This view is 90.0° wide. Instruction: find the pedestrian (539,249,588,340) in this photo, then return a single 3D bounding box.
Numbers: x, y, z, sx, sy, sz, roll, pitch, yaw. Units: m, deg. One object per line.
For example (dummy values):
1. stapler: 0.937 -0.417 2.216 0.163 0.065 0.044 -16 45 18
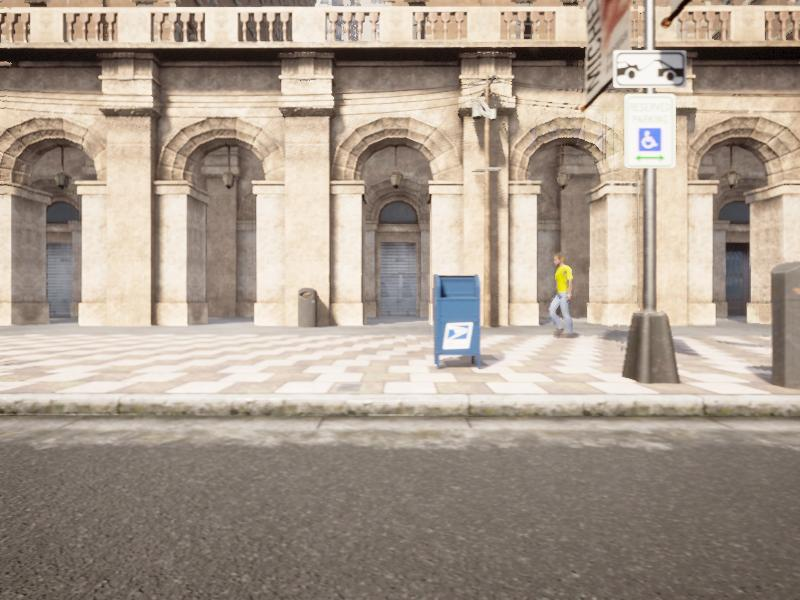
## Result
1. pedestrian: 3.493 -0.115 8.606 0.751 1.860 0.751 0 0 1
